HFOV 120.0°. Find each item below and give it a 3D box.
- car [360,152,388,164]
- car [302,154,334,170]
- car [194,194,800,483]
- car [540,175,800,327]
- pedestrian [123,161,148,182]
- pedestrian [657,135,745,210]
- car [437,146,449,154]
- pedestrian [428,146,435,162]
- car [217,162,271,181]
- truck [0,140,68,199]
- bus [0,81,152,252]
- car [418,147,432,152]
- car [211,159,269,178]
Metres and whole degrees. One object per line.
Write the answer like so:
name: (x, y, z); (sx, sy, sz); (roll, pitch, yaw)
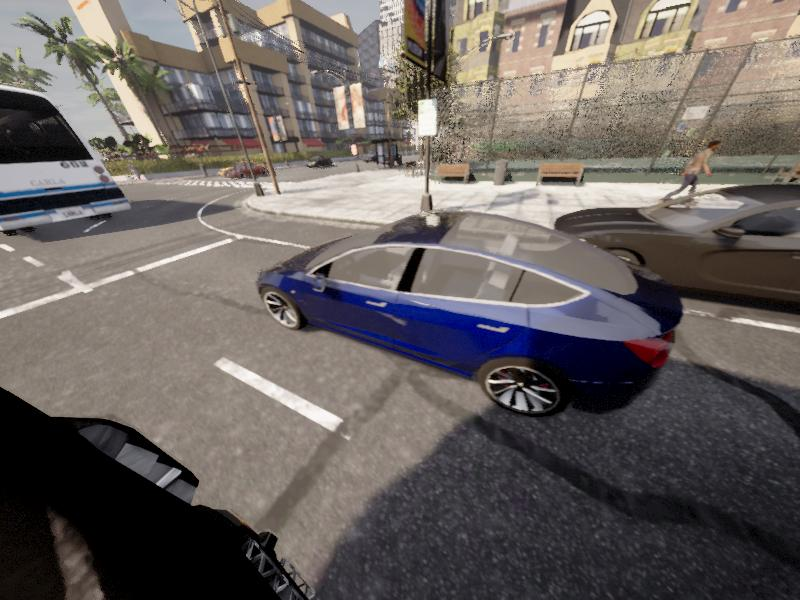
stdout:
car: (-4.237, -23.970, 39.012); (2.033, 1.411, 5.357); (13, 37, 23)
car: (-11.604, -19.828, 33.153); (1.851, 1.617, 3.988); (13, 37, 23)
car: (0.180, -0.315, 3.055); (4.792, 1.488, 2.163); (13, 37, 23)
car: (5.207, -0.926, 3.542); (5.008, 1.535, 2.097); (13, 37, 23)
pedestrian: (-28.629, -13.904, 24.994); (0.751, 1.860, 0.751); (2, 34, 8)
pedestrian: (8.958, -3.828, 7.008); (0.751, 1.860, 0.751); (16, 38, 26)
car: (12.595, -43.936, 67.529); (2.033, 1.649, 4.856); (13, 37, 23)
pedestrian: (4.332, -20.132, 31.857); (0.751, 1.860, 0.751); (14, 37, 23)
car: (-16.592, -13.877, 24.806); (1.994, 1.385, 4.181); (14, 37, 23)
truck: (-34.245, -10.390, 18.683); (8.468, 3.827, 2.891); (-2, 34, 2)
bus: (-16.290, -5.327, 9.338); (10.273, 4.253, 3.944); (14, 37, 23)
car: (10.038, -60.922, 93.323); (5.366, 1.575, 1.801); (15, 38, 25)
car: (-18.850, -15.753, 27.604); (1.801, 1.575, 5.366); (14, 37, 23)
